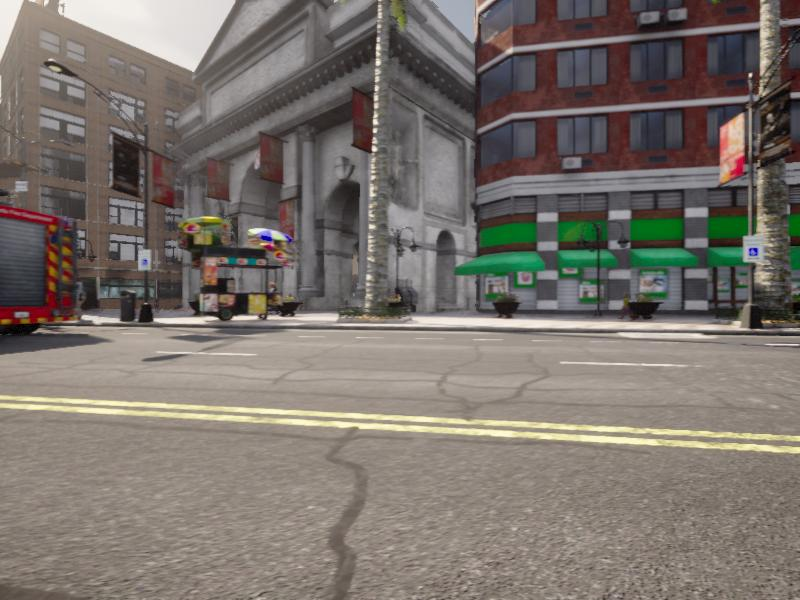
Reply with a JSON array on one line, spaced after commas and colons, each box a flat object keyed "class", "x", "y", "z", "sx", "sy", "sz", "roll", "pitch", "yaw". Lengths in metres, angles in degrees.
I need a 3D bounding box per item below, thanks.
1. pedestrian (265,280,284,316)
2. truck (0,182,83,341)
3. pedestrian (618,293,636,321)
[{"class": "pedestrian", "x": -6.687, "y": -0.107, "z": 21.277, "sx": 0.751, "sy": 1.860, "sz": 0.751, "roll": 0, "pitch": 0, "yaw": -37}, {"class": "truck", "x": -13.682, "y": -0.920, "z": 10.984, "sx": 8.468, "sy": 3.827, "sz": 2.891, "roll": 0, "pitch": 0, "yaw": 10}, {"class": "pedestrian", "x": 8.909, "y": 0.267, "z": 15.702, "sx": 0.500, "sy": 1.100, "sz": 0.500, "roll": 0, "pitch": 0, "yaw": 11}]
